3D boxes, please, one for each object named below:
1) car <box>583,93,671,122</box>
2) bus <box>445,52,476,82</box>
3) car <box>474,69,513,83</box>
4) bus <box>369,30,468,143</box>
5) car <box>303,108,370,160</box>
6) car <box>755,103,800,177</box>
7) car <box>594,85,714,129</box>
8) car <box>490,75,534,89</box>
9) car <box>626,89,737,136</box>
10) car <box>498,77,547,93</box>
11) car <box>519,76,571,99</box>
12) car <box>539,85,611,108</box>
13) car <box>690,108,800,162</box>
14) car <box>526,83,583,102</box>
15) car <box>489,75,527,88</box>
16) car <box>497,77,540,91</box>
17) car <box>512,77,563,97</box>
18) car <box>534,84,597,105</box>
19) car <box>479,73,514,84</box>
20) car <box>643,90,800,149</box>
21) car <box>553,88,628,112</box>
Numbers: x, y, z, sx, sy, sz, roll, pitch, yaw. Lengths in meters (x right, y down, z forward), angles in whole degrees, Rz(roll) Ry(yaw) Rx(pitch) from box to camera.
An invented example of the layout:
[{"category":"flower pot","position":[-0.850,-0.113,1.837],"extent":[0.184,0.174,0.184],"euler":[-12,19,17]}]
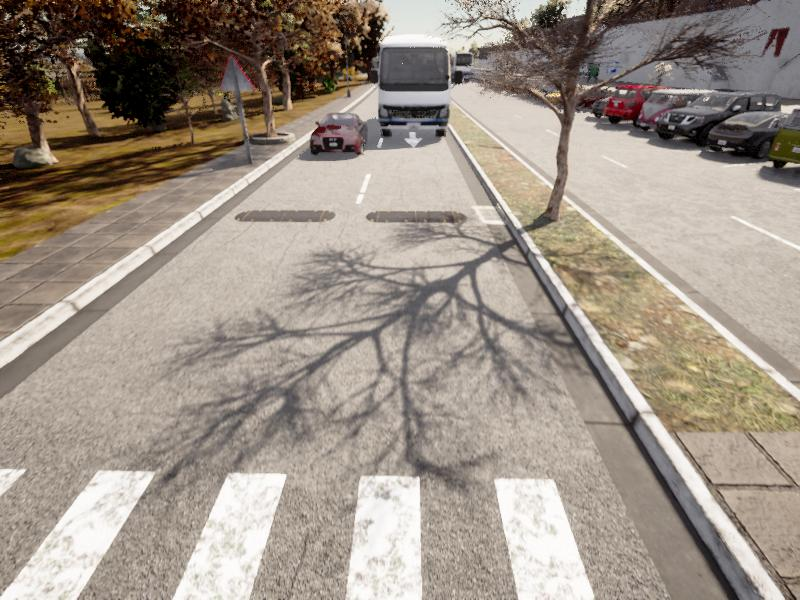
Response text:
[{"category":"car","position":[14.646,-12.527,25.928],"extent":[4.674,1.452,2.002],"euler":[-9,32,-17]},{"category":"bus","position":[10.458,-40.876,70.416],"extent":[3.944,4.253,10.273],"euler":[1,29,1]},{"category":"car","position":[15.585,-37.347,66.714],"extent":[5.566,2.045,2.435],"euler":[-9,32,-17]},{"category":"bus","position":[0.822,-11.509,21.416],"extent":[3.944,4.253,10.273],"euler":[1,30,1]},{"category":"car","position":[-2.421,-6.894,16.396],"extent":[1.994,1.385,4.181],"euler":[1,30,1]},{"category":"car","position":[14.479,-5.230,12.963],"extent":[4.442,1.987,1.878],"euler":[-9,32,-17]},{"category":"car","position":[14.623,-11.271,23.220],"extent":[5.566,2.045,2.435],"euler":[-9,32,-17]},{"category":"car","position":[15.098,-29.406,54.004],"extent":[5.366,1.575,1.946],"euler":[-9,33,-16]},{"category":"car","position":[14.431,-9.713,20.609],"extent":[4.442,1.987,1.878],"euler":[-9,32,-17]},{"category":"car","position":[14.984,-26.314,48.903],"extent":[5.366,1.575,1.946],"euler":[-9,33,-16]},{"category":"car","position":[14.883,-21.883,41.139],"extent":[4.442,1.987,1.878],"euler":[-9,33,-16]},{"category":"car","position":[14.646,-17.090,33.553],"extent":[5.366,1.575,1.946],"euler":[-9,32,-17]},{"category":"car","position":[14.417,-6.522,15.614],"extent":[4.892,1.521,2.231],"euler":[-9,32,-17]},{"category":"car","position":[14.928,-20.146,38.760],"extent":[4.674,1.452,2.002],"euler":[-9,32,-16]},{"category":"car","position":[15.325,-30.941,56.634],"extent":[4.674,1.452,2.002],"euler":[-9,32,-16]},{"category":"car","position":[15.242,-27.869,51.536],"extent":[4.792,1.488,2.163],"euler":[-9,32,-16]},{"category":"car","position":[15.018,-23.358,43.782],"extent":[4.553,1.767,2.185],"euler":[-9,32,-17]},{"category":"car","position":[14.903,-18.627,36.205],"extent":[4.792,1.488,2.163],"euler":[-9,32,-17]},{"category":"car","position":[15.508,-35.586,64.271],"extent":[4.892,1.521,2.231],"euler":[-9,33,-17]},{"category":"car","position":[14.458,-8.241,18.048],"extent":[5.566,2.045,2.435],"euler":[-9,32,-17]},{"category":"car","position":[14.735,-15.565,31.052],"extent":[4.792,1.488,2.163],"euler":[-9,32,-17]}]
